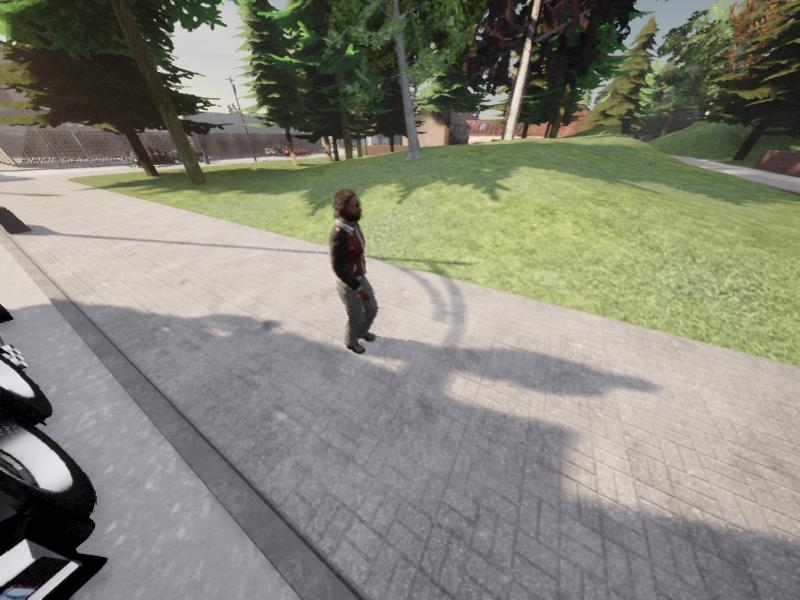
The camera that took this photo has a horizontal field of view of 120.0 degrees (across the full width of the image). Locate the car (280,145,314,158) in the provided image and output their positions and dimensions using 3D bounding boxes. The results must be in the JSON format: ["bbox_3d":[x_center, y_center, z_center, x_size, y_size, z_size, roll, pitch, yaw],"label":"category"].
[{"bbox_3d":[-16.396,-23.796,36.971,2.007,1.525,4.514,17,38,23],"label":"car"}]

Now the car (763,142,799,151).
[{"bbox_3d":[83.671,-33.828,50.874,2.038,1.542,4.974,18,39,24],"label":"car"}]

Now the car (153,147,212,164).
[{"bbox_3d":[-27.042,-18.106,28.914,1.837,1.490,4.892,18,39,24],"label":"car"}]

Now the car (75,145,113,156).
[{"bbox_3d":[-57.045,-27.966,43.152,1.789,1.547,3.705,18,39,24],"label":"car"}]

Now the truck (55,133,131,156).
[{"bbox_3d":[-64.745,-33.125,49.130,2.891,3.827,8.468,18,39,24],"label":"truck"}]

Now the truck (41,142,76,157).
[{"bbox_3d":[-59.427,-26.177,40.182,4.478,2.038,2.069,18,39,24],"label":"truck"}]

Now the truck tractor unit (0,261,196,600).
[{"bbox_3d":[-5.103,-0.310,0.782,6.516,4.208,3.053,19,39,24],"label":"truck tractor unit"}]

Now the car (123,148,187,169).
[{"bbox_3d":[-25.662,-15.006,24.354,1.851,1.617,3.988,19,39,25],"label":"car"}]

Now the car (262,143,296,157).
[{"bbox_3d":[-20.077,-25.144,38.626,1.932,1.855,4.605,17,39,23],"label":"car"}]

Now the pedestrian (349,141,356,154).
[{"bbox_3d":[-8.852,-28.340,42.916,0.751,1.860,0.751,-30,44,-35],"label":"pedestrian"}]

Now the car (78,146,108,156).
[{"bbox_3d":[-57.297,-27.840,43.098,5.357,1.415,2.033,18,39,24],"label":"car"}]

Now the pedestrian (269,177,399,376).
[{"bbox_3d":[-0.475,-0.175,2.400,0.751,1.860,0.751,8,36,11],"label":"pedestrian"}]
